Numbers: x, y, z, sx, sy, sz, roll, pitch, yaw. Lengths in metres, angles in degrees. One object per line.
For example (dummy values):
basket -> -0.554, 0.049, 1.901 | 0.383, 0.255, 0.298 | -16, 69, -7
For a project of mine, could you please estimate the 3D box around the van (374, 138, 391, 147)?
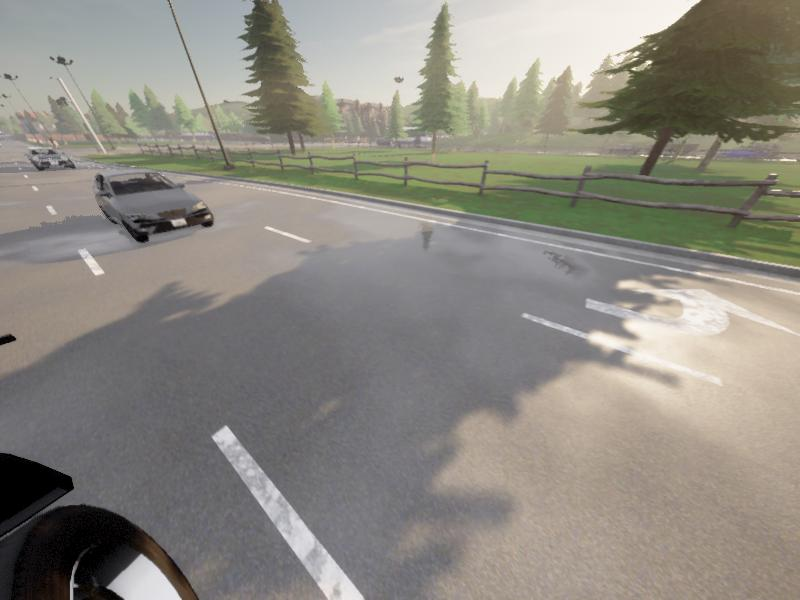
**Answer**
van -> -5.051, -45.275, 66.366 | 4.442, 1.987, 1.775 | 22, 41, 28

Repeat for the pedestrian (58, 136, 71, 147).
pedestrian -> -71.101, -33.516, 48.939 | 0.751, 1.860, 0.751 | 25, 42, 31

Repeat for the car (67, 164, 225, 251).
car -> -7.340, -2.912, 6.700 | 4.193, 1.474, 1.816 | 22, 41, 28

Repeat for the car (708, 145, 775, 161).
car -> 45.112, -19.584, 30.742 | 4.514, 1.525, 2.007 | 22, 41, 28

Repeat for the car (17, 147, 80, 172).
car -> -27.598, -11.097, 18.139 | 3.806, 1.475, 1.970 | 22, 40, 27

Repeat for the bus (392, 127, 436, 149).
bus -> 3.264, -40.241, 57.329 | 10.273, 4.253, 3.944 | 22, 41, 28
